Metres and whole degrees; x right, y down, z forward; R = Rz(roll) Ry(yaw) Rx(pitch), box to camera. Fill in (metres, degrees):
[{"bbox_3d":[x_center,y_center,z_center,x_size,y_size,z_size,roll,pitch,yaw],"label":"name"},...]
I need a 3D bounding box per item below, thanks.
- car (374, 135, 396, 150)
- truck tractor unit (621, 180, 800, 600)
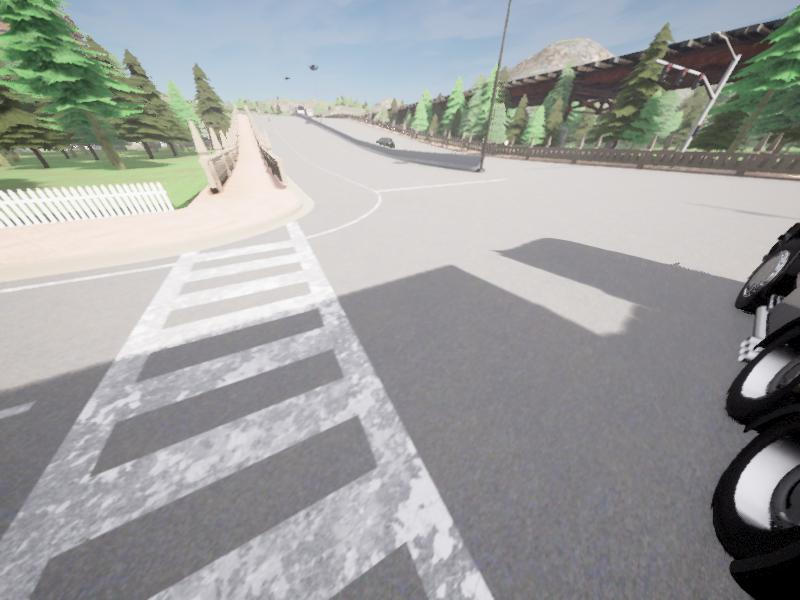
[{"bbox_3d":[-2.773,-28.455,41.697,2.097,1.767,4.553,-16,43,-22],"label":"car"},{"bbox_3d":[4.961,-0.428,0.969,6.516,4.208,3.053,-24,42,-30],"label":"truck tractor unit"}]
